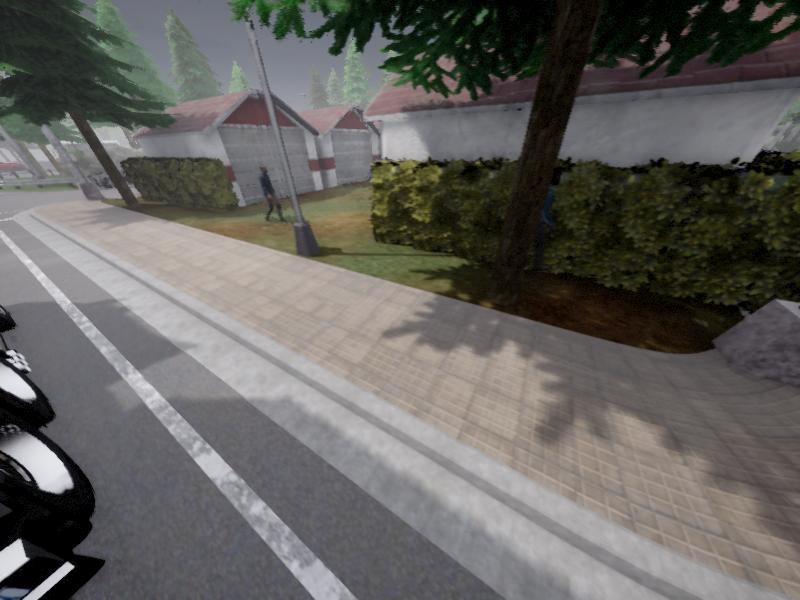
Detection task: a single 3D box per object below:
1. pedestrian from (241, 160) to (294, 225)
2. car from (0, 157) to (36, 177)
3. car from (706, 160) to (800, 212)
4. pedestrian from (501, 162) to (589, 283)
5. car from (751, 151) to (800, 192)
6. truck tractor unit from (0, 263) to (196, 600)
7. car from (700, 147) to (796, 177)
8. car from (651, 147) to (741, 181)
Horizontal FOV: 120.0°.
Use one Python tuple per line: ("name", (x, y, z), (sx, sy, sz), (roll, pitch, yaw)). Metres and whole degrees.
("pedestrian", (-4.371, -3.588, 7.779), (0.751, 1.860, 0.751), (5, 35, 10))
("car", (-52.818, -17.208, 29.931), (2.150, 2.045, 5.566), (17, 38, 25))
("car", (15.516, -4.868, 9.600), (1.994, 1.385, 4.181), (18, 39, 26))
("pedestrian", (2.477, -1.369, 4.156), (0.751, 1.860, 0.751), (15, 37, 22))
("car", (21.008, -6.442, 11.539), (1.882, 1.535, 5.008), (17, 38, 25))
("truck tractor unit", (-5.135, -0.265, 0.828), (6.516, 4.208, 3.053), (17, 38, 25))
("car", (24.728, -10.099, 16.763), (1.882, 1.535, 5.008), (17, 38, 25))
("car", (20.193, -9.614, 16.161), (2.152, 1.651, 5.027), (17, 38, 25))
